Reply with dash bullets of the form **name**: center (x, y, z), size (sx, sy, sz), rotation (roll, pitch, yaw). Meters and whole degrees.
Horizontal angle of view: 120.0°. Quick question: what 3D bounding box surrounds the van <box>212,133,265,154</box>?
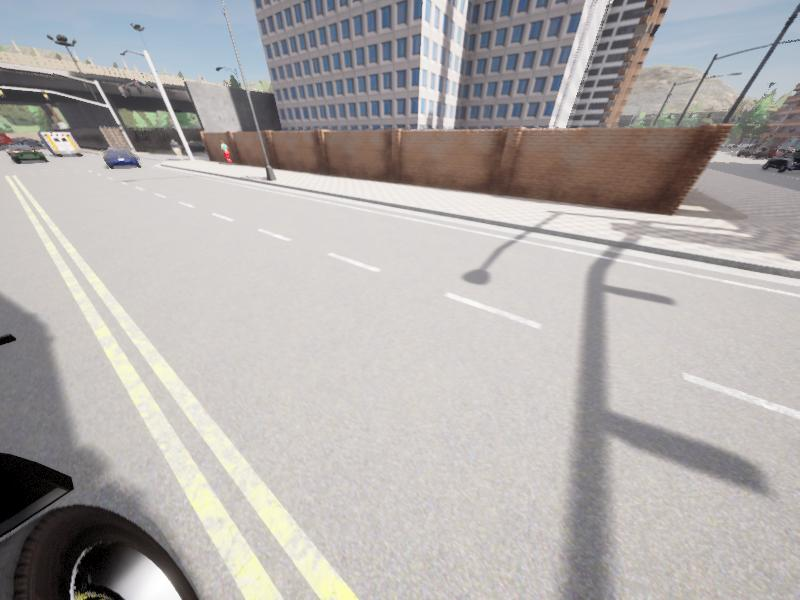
- **van**: center (-24.810, -24.322, 35.865), size (1.988, 2.561, 5.915), rotation (22, 40, 27)

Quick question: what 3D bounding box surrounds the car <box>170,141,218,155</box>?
- **car**: center (-30.519, -22.703, 34.419), size (1.837, 1.490, 4.892), rotation (23, 41, 28)

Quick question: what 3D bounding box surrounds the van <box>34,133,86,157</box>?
- **van**: center (-43.596, -19.922, 29.625), size (6.366, 2.431, 2.351), rotation (22, 40, 27)

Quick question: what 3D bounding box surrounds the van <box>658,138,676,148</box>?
- **van**: center (79.853, -47.043, 69.187), size (1.988, 2.561, 5.915), rotation (22, 41, 28)

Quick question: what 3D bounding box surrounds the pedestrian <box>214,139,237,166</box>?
- **pedestrian**: center (-14.783, -12.539, 19.629), size (0.751, 1.860, 0.751), rotation (18, 39, 23)

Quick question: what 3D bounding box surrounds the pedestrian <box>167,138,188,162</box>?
- **pedestrian**: center (-21.491, -14.506, 22.312), size (0.751, 1.860, 0.751), rotation (-23, 41, -29)

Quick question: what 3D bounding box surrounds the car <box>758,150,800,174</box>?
- **car**: center (33.330, -11.685, 19.535), size (1.816, 1.474, 4.193), rotation (22, 41, 28)

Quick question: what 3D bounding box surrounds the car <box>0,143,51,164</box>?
- **car**: center (-37.087, -14.555, 22.812), size (4.974, 1.542, 2.038), rotation (22, 40, 27)

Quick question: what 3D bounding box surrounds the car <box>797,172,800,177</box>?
- **car**: center (29.805, -8.831, 15.337), size (1.851, 1.617, 3.988), rotation (22, 41, 28)

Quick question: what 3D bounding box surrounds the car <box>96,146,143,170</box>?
- **car**: center (-24.138, -12.404, 20.054), size (1.994, 1.385, 4.181), rotation (-27, 44, -33)

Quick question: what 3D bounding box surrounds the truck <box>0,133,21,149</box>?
- **truck**: center (-75.139, -29.999, 43.572), size (5.204, 2.467, 2.627), rotation (22, 40, 27)

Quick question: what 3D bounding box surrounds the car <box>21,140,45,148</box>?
- **car**: center (-76.470, -32.522, 48.077), size (4.181, 1.385, 1.994), rotation (22, 40, 27)
